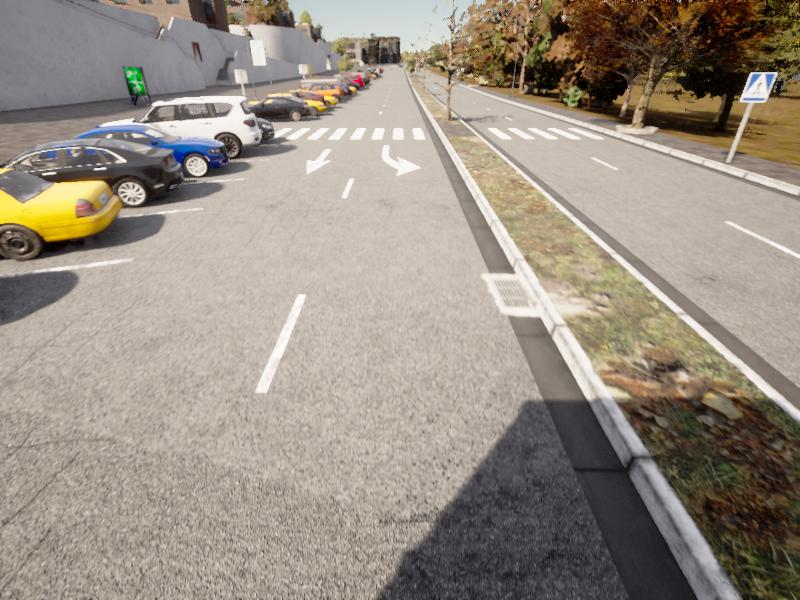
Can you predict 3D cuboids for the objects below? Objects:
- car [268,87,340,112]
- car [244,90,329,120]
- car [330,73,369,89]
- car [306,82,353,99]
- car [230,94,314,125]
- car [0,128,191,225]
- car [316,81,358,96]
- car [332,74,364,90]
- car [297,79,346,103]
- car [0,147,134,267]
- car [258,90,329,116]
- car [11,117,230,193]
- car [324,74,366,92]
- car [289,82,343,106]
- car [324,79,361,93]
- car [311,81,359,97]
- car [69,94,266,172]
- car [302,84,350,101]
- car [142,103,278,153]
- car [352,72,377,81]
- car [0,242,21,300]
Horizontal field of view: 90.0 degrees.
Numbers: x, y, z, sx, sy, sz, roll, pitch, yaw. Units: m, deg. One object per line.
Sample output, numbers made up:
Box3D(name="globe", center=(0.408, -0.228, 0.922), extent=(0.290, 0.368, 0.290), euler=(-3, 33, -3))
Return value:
Box3D(name="car", center=(-7.870, -16.580, 33.000), extent=(5.366, 1.575, 1.946), euler=(-11, 31, -17))
Box3D(name="car", center=(-7.874, -13.600, 27.831), extent=(5.366, 1.575, 1.946), euler=(-11, 31, -17))
Box3D(name="car", center=(-8.002, -34.904, 63.711), extent=(5.566, 2.045, 2.435), euler=(-11, 32, -17))
Box3D(name="car", center=(-8.062, -23.999, 45.855), extent=(4.792, 1.488, 2.163), euler=(-11, 32, -17))
Box3D(name="car", center=(-8.044, -12.034, 25.215), extent=(4.674, 1.452, 2.002), euler=(-11, 32, -17))
Box3D(name="car", center=(-8.052, -3.071, 9.730), extent=(4.892, 1.521, 2.231), euler=(-11, 32, -17))
Box3D(name="car", center=(-8.005, -27.039, 51.024), extent=(4.792, 1.488, 2.163), euler=(-11, 32, -17))
Box3D(name="car", center=(-7.920, -33.370, 61.187), extent=(4.442, 1.987, 1.878), euler=(-11, 32, -17))
Box3D(name="car", center=(-7.934, -21.247, 40.625), extent=(4.442, 1.987, 1.878), euler=(-11, 31, -17))
Box3D(name="car", center=(-8.234, -1.534, 7.099), extent=(5.366, 1.575, 1.946), euler=(-11, 32, -17))
Box3D(name="car", center=(-8.072, -15.020, 30.365), extent=(4.792, 1.488, 2.163), euler=(-11, 32, -17))
Box3D(name="car", center=(-8.063, -4.578, 12.307), extent=(5.008, 1.535, 2.097), euler=(-11, 32, -17))
Box3D(name="car", center=(-8.057, -31.832, 58.561), extent=(5.566, 2.045, 2.435), euler=(-11, 32, -17))
Box3D(name="car", center=(-8.013, -19.641, 38.057), extent=(4.553, 1.767, 2.185), euler=(-11, 32, -17))
Box3D(name="car", center=(-8.025, -30.065, 56.155), extent=(4.674, 1.452, 2.002), euler=(-11, 32, -17))
Box3D(name="car", center=(-7.862, -25.584, 48.483), extent=(5.366, 1.575, 1.946), euler=(-11, 32, -17))
Box3D(name="car", center=(-8.084, -6.289, 14.741), extent=(5.566, 2.045, 2.435), euler=(-11, 32, -17))
Box3D(name="car", center=(-8.032, -22.493, 43.292), extent=(4.674, 1.452, 2.002), euler=(-11, 32, -17))
Box3D(name="car", center=(-8.063, -7.581, 17.463), extent=(4.892, 1.521, 2.231), euler=(-11, 31, -17))
Box3D(name="car", center=(-8.178, -51.527, 92.062), extent=(5.366, 1.575, 1.946), euler=(-11, 33, -17))
Box3D(name="car", center=(-8.088, -0.026, 4.586), extent=(4.792, 1.488, 2.163), euler=(-11, 32, -17))
